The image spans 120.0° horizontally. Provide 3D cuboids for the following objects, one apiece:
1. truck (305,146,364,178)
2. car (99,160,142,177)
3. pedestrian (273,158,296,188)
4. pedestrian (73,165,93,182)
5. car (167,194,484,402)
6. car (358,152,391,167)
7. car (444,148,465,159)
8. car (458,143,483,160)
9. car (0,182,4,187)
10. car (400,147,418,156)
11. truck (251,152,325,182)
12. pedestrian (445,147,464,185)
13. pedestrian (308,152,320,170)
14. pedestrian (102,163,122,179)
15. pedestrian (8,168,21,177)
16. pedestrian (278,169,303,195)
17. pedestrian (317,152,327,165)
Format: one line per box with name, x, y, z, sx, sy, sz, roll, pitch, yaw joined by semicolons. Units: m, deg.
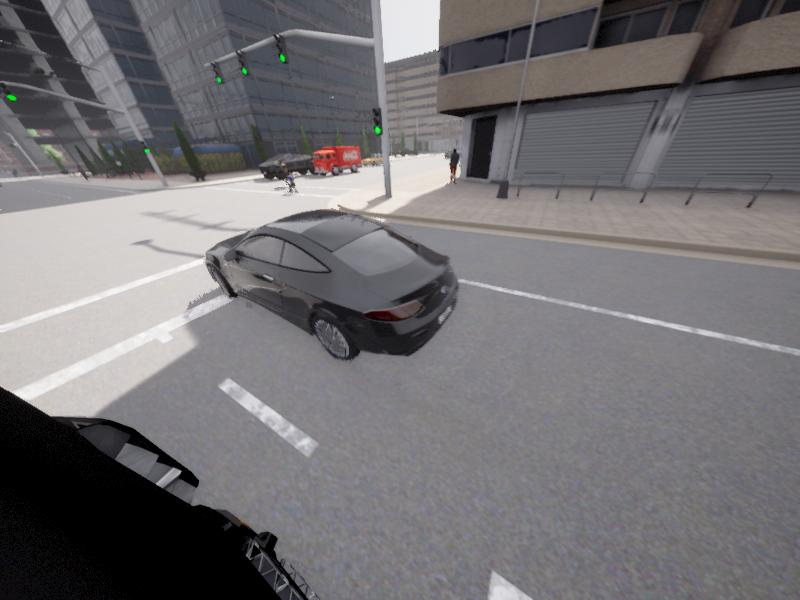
truck;-6.537;-14.422;23.966;2.627;2.467;5.204;16;38;26
car;-47.008;-22.277;39.112;2.390;2.098;6.274;-19;37;-23
pedestrian;-8.369;-9.240;16.817;0.751;1.860;0.751;7;35;14
pedestrian;-41.277;-16.486;30.084;0.751;1.860;0.751;21;40;32
car;-1.387;-0.633;3.721;4.674;1.442;1.812;18;39;29
car;-3.554;-20.595;33.826;1.801;1.575;5.366;17;39;28
car;9.689;-25.984;40.922;2.038;1.542;4.974;16;38;26
car;11.546;-24.209;37.632;2.150;2.045;5.566;16;38;26
car;-57.189;-16.397;31.868;4.892;1.490;1.837;15;38;27
car;2.459;-42.042;65.346;4.553;1.767;2.097;16;38;27
truck;-11.046;-13.692;23.563;2.390;2.098;6.274;16;38;27
pedestrian;3.111;-7.775;13.415;0.751;1.860;0.751;-5;34;-3
pedestrian;-11.041;-17.914;29.816;0.751;1.860;0.751;21;41;32
pedestrian;-41.047;-18.375;32.909;0.751;1.860;0.751;0;34;5
pedestrian;-96.886;-32.109;58.056;0.751;1.860;0.751;12;36;21
pedestrian;-6.715;-7.286;14.250;0.751;1.300;0.751;15;38;25
pedestrian;-12.644;-22.888;37.393;0.751;1.860;0.751;14;37;24
